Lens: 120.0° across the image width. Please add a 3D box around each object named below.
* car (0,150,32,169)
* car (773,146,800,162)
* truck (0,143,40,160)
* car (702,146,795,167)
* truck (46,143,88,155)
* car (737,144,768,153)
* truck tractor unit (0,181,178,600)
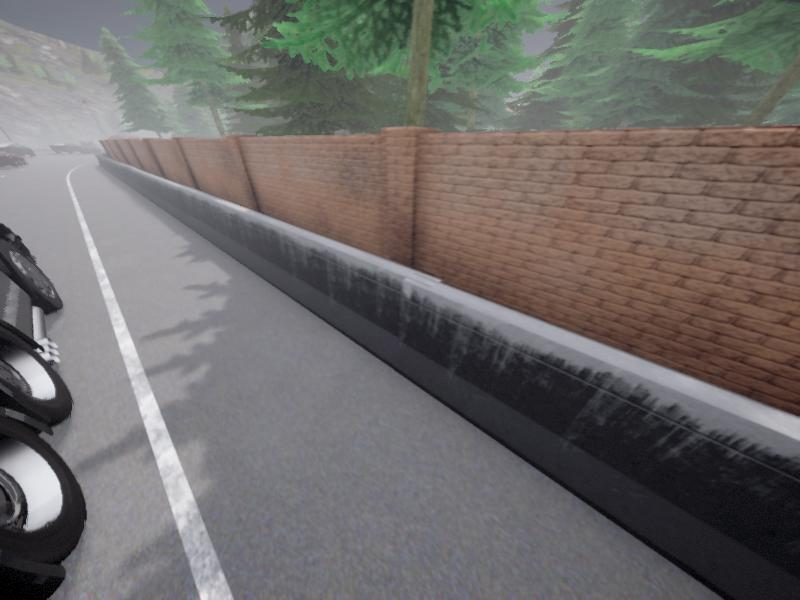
[{"bbox_3d":[-42.601,-15.133,24.844,1.882,1.535,5.008,-28,43,-33],"label":"car"},{"bbox_3d":[48.247,-17.604,27.775,2.128,1.511,4.902,25,42,32],"label":"car"},{"bbox_3d":[-63.868,-24.550,38.103,2.390,2.098,6.274,-20,39,-26],"label":"truck"},{"bbox_3d":[36.209,-15.079,24.290,4.856,1.649,2.033,18,39,27],"label":"car"},{"bbox_3d":[-72.247,-32.956,50.344,2.390,2.098,6.274,-15,37,-20],"label":"truck"},{"bbox_3d":[72.895,-31.464,47.843,2.163,1.488,4.792,25,42,32],"label":"car"},{"bbox_3d":[-4.964,-0.425,0.966,6.516,4.208,3.053,24,41,30],"label":"truck tractor unit"}]
